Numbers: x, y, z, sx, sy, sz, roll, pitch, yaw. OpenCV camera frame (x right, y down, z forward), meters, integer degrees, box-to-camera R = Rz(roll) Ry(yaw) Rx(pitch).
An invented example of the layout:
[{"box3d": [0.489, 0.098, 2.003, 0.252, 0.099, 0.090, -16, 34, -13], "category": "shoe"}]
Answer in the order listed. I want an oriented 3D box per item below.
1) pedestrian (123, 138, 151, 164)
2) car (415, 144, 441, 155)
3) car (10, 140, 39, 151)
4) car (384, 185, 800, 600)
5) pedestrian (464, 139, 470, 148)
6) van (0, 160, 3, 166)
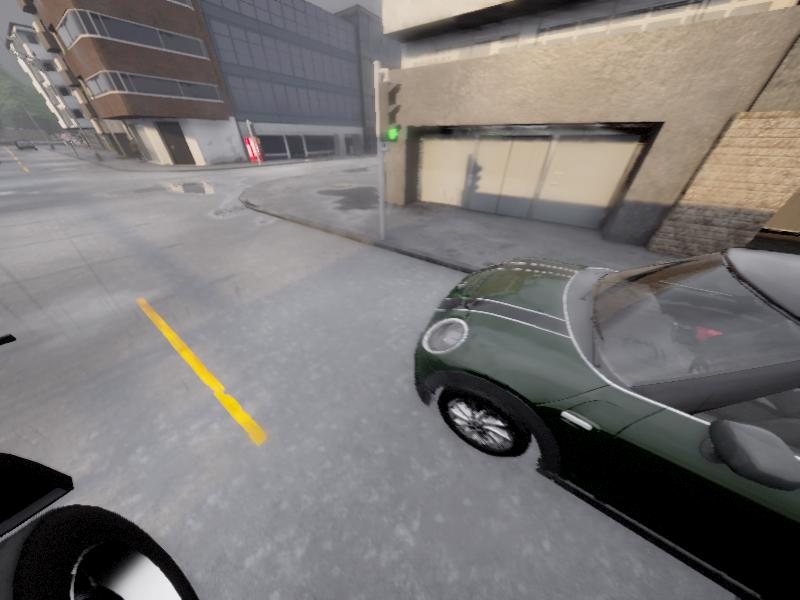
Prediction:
[{"box3d": [-22.815, -12.893, 20.052, 0.751, 1.860, 0.751, 22, 41, 28], "category": "pedestrian"}, {"box3d": [4.435, -23.798, 36.505, 1.895, 1.301, 4.718, 22, 41, 28], "category": "car"}, {"box3d": [-64.964, -26.829, 39.963, 5.357, 1.411, 2.033, 22, 41, 28], "category": "car"}, {"box3d": [2.360, 0.557, 1.582, 4.553, 1.767, 2.097, 22, 41, 28], "category": "car"}, {"box3d": [16.570, -38.786, 57.134, 0.751, 1.860, 0.751, 23, 41, 29], "category": "pedestrian"}, {"box3d": [-37.557, -13.260, 20.062, 5.915, 2.561, 1.988, 22, 41, 28], "category": "van"}]
